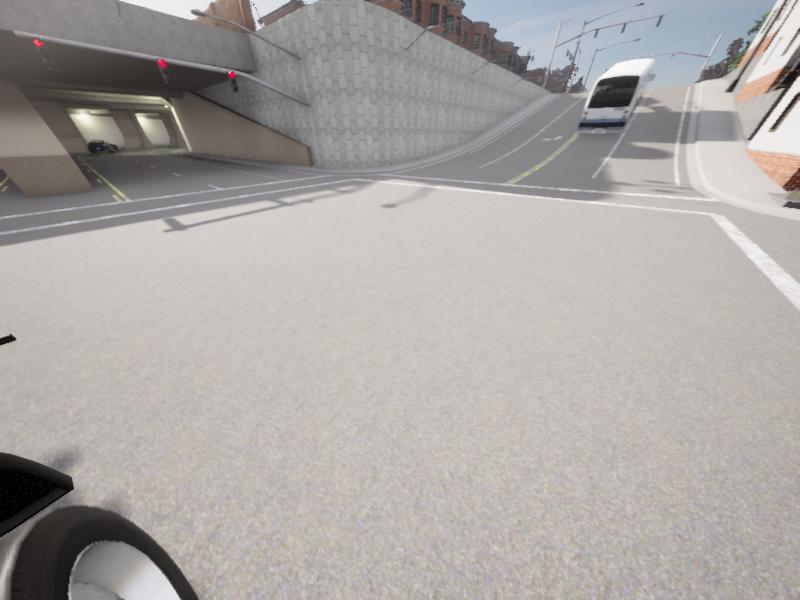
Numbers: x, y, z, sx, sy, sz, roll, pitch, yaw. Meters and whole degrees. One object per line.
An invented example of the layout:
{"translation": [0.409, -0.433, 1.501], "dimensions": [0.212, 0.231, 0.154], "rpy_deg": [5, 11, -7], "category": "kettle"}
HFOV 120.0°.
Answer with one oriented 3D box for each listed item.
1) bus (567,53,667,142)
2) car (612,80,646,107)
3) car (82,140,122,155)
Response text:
{"translation": [19.940, -18.686, 21.259], "dimensions": [3.944, 4.253, 10.273], "rpy_deg": [26, 57, 32], "category": "bus"}
{"translation": [26.964, -24.283, 27.152], "dimensions": [1.801, 1.575, 5.366], "rpy_deg": [27, 56, 31], "category": "car"}
{"translation": [-43.653, -22.578, 34.006], "dimensions": [2.152, 1.651, 5.027], "rpy_deg": [-20, 40, -26], "category": "car"}
